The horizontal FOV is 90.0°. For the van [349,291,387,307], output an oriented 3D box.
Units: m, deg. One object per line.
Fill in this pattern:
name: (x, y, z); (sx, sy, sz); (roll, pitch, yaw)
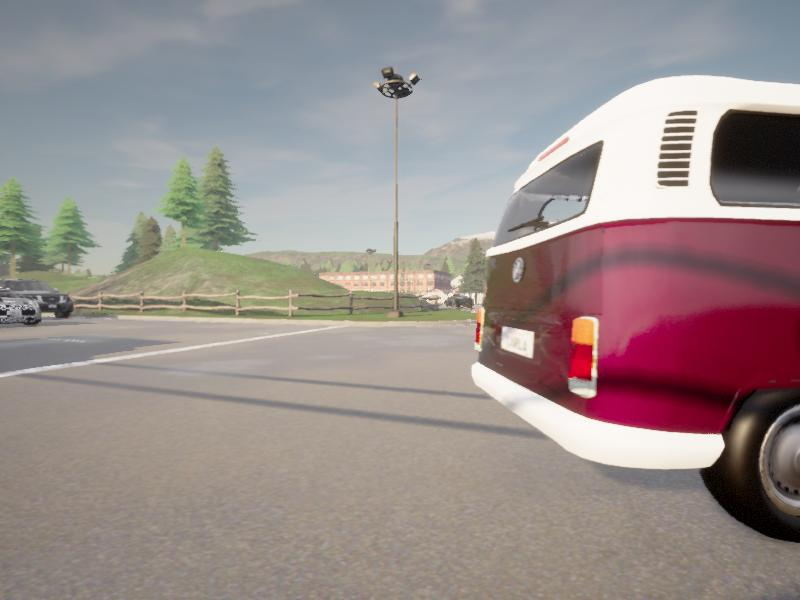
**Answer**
van: (-5.153, -0.196, 64.319); (6.366, 2.431, 2.351); (0, -1, 42)

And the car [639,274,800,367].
car: (7.439, 0.308, 8.417); (5.357, 1.411, 2.033); (0, 0, -34)

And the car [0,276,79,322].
car: (-19.119, -0.047, 20.184); (5.566, 2.045, 2.150); (0, 0, 23)

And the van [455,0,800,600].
van: (2.807, -0.023, 2.555); (4.480, 2.038, 2.069); (0, 0, -7)

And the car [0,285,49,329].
car: (-15.186, 0.241, 14.698); (3.806, 1.475, 1.970); (0, 0, 23)
